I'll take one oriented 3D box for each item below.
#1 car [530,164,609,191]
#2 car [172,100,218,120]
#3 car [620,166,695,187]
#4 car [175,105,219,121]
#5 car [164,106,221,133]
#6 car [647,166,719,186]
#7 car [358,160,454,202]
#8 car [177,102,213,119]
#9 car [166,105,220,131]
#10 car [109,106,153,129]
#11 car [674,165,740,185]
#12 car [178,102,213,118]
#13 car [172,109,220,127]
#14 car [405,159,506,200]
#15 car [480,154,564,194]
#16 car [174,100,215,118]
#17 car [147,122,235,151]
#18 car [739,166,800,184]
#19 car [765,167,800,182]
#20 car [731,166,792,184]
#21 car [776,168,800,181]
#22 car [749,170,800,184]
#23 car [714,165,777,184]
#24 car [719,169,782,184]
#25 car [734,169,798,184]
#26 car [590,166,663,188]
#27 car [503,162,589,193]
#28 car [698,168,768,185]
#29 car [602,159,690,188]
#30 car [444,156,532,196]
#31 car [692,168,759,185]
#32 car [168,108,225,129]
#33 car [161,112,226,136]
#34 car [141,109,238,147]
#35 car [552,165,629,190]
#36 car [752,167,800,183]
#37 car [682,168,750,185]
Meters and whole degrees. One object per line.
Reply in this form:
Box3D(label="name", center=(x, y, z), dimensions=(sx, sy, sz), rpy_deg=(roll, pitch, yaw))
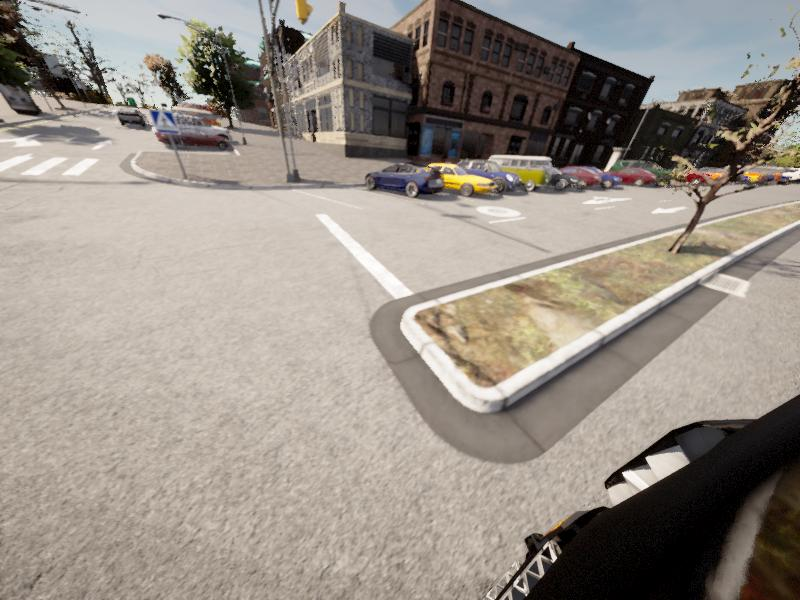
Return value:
Box3D(label="car", center=(13.547, -9.993, 18.701), dimensions=(4.674, 1.452, 2.002), rpy_deg=(28, 41, 34))
Box3D(label="car", center=(-38.157, -35.338, 43.130), dimensions=(2.435, 2.045, 5.566), rpy_deg=(29, 40, 24))
Box3D(label="car", center=(27.089, -13.226, 24.571), dimensions=(5.008, 1.535, 2.097), rpy_deg=(29, 41, 35))
Box3D(label="car", center=(-36.391, -33.552, 41.552), dimensions=(1.946, 1.575, 5.366), rpy_deg=(28, 40, 24))
Box3D(label="car", center=(-24.951, -21.803, 28.001), dimensions=(1.878, 1.987, 4.442), rpy_deg=(29, 41, 24))
Box3D(label="car", center=(32.561, -14.431, 26.819), dimensions=(2.097, 1.535, 5.008), rpy_deg=(-27, 43, -37))
Box3D(label="car", center=(0.164, -6.679, 12.643), dimensions=(4.792, 1.488, 2.163), rpy_deg=(27, 40, 32))
Box3D(label="car", center=(-39.879, -36.929, 45.088), dimensions=(2.185, 1.767, 4.553), rpy_deg=(28, 40, 24))
Box3D(label="car", center=(-26.602, -23.494, 29.896), dimensions=(1.878, 1.987, 4.442), rpy_deg=(30, 41, 24))
Box3D(label="car", center=(-28.516, -19.557, 24.710), dimensions=(2.128, 1.511, 4.902), rpy_deg=(-17, 44, -30))
Box3D(label="car", center=(38.080, -15.702, 28.944), dimensions=(2.185, 1.767, 4.553), rpy_deg=(-27, 43, -37))
Box3D(label="car", center=(-41.532, -38.587, 47.002), dimensions=(2.185, 1.767, 4.553), rpy_deg=(26, 38, 25))
Box3D(label="car", center=(-29.861, -26.711, 33.924), dimensions=(2.002, 1.452, 4.674), rpy_deg=(29, 41, 24))
Box3D(label="car", center=(3.003, -7.242, 13.640), dimensions=(5.366, 1.575, 1.946), rpy_deg=(27, 40, 33))
Box3D(label="car", center=(8.285, -8.834, 16.055), dimensions=(4.442, 1.987, 1.878), rpy_deg=(28, 40, 33))
Box3D(label="car", center=(-43.228, -40.214, 48.791), dimensions=(2.435, 2.045, 5.566), rpy_deg=(25, 37, 27))
Box3D(label="car", center=(-16.691, -13.208, 18.788), dimensions=(2.002, 1.452, 4.674), rpy_deg=(29, 41, 25))
Box3D(label="car", center=(60.181, -20.284, 37.361), dimensions=(2.435, 2.045, 5.566), rpy_deg=(-26, 42, -36))
Box3D(label="car", center=(71.289, -22.452, 41.498), dimensions=(2.435, 2.045, 5.566), rpy_deg=(-25, 42, -36))
Box3D(label="car", center=(54.751, -19.111, 35.210), dimensions=(1.878, 1.987, 4.442), rpy_deg=(-25, 42, -36))
Box3D(label="car", center=(76.825, -23.545, 43.579), dimensions=(2.435, 2.045, 5.566), rpy_deg=(-25, 42, -36))
Box3D(label="car", center=(62.958, -20.612, 38.527), dimensions=(2.097, 1.535, 5.008), rpy_deg=(-25, 42, -36))
Box3D(label="car", center=(49.211, -18.009, 33.114), dimensions=(1.878, 1.987, 4.442), rpy_deg=(-25, 42, -36))
Box3D(label="car", center=(51.866, -18.405, 34.386), dimensions=(2.163, 1.488, 4.792), rpy_deg=(-26, 42, -36))
Box3D(label="car", center=(57.427, -19.518, 36.445), dimensions=(2.097, 1.535, 5.008), rpy_deg=(-25, 42, -36))
Box3D(label="car", center=(21.646, -11.937, 22.270), dimensions=(4.674, 1.452, 2.002), rpy_deg=(29, 41, 34))
Box3D(label="car", center=(10.861, -9.366, 17.474), dimensions=(4.892, 1.521, 2.231), rpy_deg=(28, 40, 33))
Box3D(label="car", center=(46.221, -17.389, 32.355), dimensions=(1.946, 1.575, 5.366), rpy_deg=(-26, 42, -36))
Box3D(label="car", center=(24.399, -12.804, 23.266), dimensions=(5.566, 2.045, 2.435), rpy_deg=(29, 41, 35))
Box3D(label="car", center=(5.504, -8.122, 14.947), dimensions=(4.553, 1.767, 2.185), rpy_deg=(27, 40, 33))
Box3D(label="car", center=(43.585, -16.756, 31.195), dimensions=(2.097, 1.535, 5.008), rpy_deg=(-26, 42, -37))
Box3D(label="car", center=(-28.102, -25.134, 32.132), dimensions=(1.946, 1.575, 5.366), rpy_deg=(29, 41, 25))
Box3D(label="car", center=(-23.277, -19.984, 26.323), dimensions=(2.231, 1.521, 4.892), rpy_deg=(29, 41, 25))
Box3D(label="car", center=(-18.290, -15.137, 20.523), dimensions=(2.435, 2.045, 5.566), rpy_deg=(29, 41, 25))
Box3D(label="car", center=(16.239, -10.654, 19.910), dimensions=(4.674, 1.452, 2.002), rpy_deg=(28, 41, 34))
Box3D(label="car", center=(65.710, -21.378, 39.442), dimensions=(2.435, 2.045, 5.566), rpy_deg=(-26, 42, -36))
Box3D(label="car", center=(40.829, -16.177, 30.106), dimensions=(2.231, 1.521, 4.892), rpy_deg=(-26, 43, -36))
